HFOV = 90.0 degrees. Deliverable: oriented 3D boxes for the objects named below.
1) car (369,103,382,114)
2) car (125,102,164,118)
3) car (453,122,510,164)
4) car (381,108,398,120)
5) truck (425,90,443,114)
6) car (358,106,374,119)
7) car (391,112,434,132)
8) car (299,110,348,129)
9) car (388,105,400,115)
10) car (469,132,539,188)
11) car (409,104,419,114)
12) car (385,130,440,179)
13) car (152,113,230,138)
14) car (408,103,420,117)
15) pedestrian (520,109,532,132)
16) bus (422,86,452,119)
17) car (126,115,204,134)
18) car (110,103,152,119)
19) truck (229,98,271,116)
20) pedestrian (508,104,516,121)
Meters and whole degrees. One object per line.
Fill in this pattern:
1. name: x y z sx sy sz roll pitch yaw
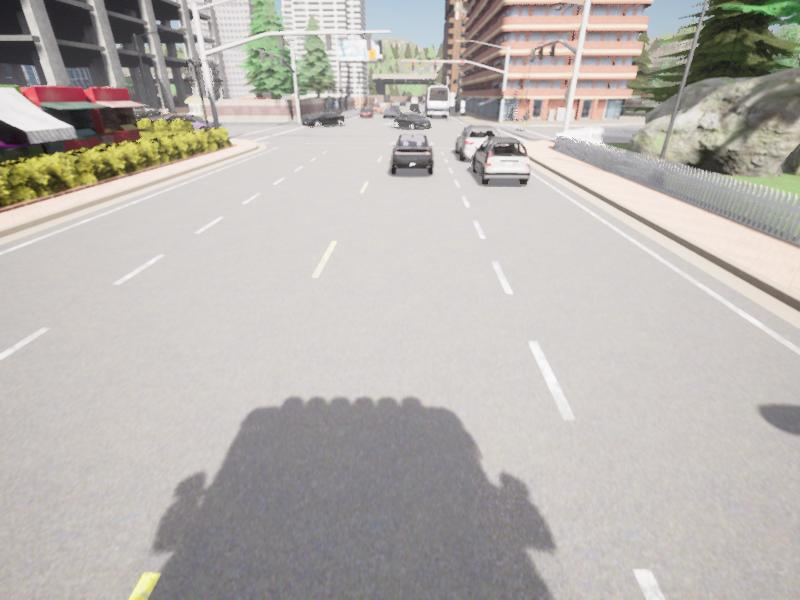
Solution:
1. car: -4.400 -34.708 72.523 2.097 1.767 4.553 1 27 2
2. car: -35.466 -26.418 55.656 3.866 1.878 1.905 1 27 2
3. car: 4.231 -8.615 21.688 2.242 1.667 4.611 1 27 2
4. car: -1.461 -26.835 57.579 2.033 1.411 5.357 1 27 2
5. truck: 6.246 -37.416 75.617 2.891 3.827 8.468 1 27 2
6. car: -4.917 -27.567 58.772 1.851 1.617 3.988 1 27 2
7. car: 1.120 -17.575 39.337 1.837 1.490 4.892 -17 32 -27
8. car: -8.076 -19.356 42.765 1.882 1.535 5.008 22 34 35
9. car: -0.969 -33.606 70.695 1.837 1.490 4.892 1 27 2
10. car: 4.000 -5.743 16.141 1.851 1.617 3.988 1 27 2
11. car: 2.716 -36.123 75.589 1.801 1.575 5.366 1 27 2
12. car: 0.570 -6.714 18.131 2.128 1.511 4.902 1 27 2
13. car: -16.483 -13.836 31.728 4.856 1.649 2.033 1 27 1
14. car: 2.352 -31.267 65.737 1.905 1.878 3.866 1 27 2
15. pedestrian: 11.324 -16.124 36.013 0.751 1.860 0.751 5 27 9
16. bus: 5.641 -31.050 62.703 3.944 4.253 10.273 1 27 2
17. car: -20.449 -15.384 34.993 5.357 1.411 2.033 1 27 1
18. car: -35.559 -25.079 53.038 3.866 1.878 1.905 1 27 2
19. truck: -23.546 -30.459 63.034 5.204 2.467 2.615 1 27 2
20. pedestrian: 14.044 -23.500 50.216 0.751 1.860 0.751 7 28 14
